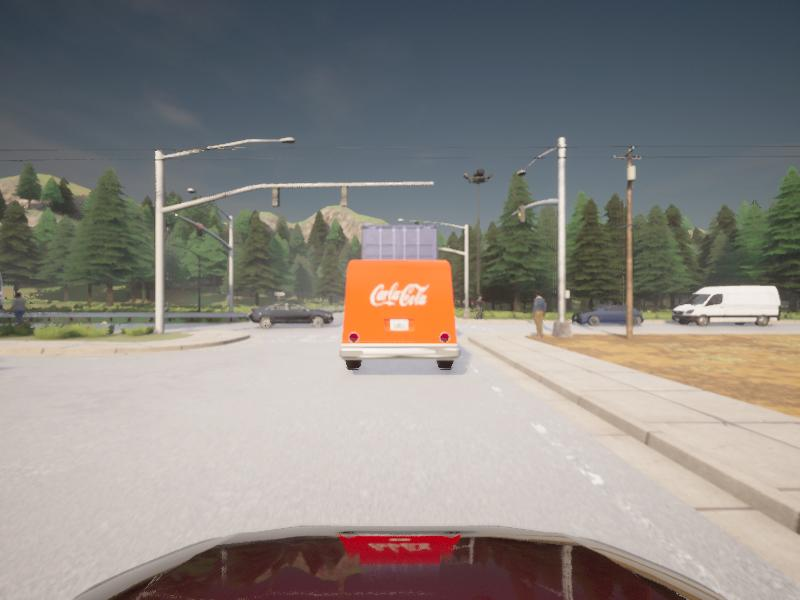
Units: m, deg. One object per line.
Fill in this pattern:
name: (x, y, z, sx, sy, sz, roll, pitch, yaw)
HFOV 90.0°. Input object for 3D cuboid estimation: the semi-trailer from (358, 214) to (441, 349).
semi-trailer: (-0.026, -0.578, 20.199, 2.717, 4.402, 14.254, 0, 0, 0)

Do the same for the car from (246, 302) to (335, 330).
car: (-6.431, 0.895, 23.889, 4.902, 1.511, 2.128, 0, 0, -12)

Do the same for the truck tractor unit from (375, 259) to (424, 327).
truck tractor unit: (-0.041, -0.461, 28.110, 3.053, 4.208, 6.516, 0, 0, 0)

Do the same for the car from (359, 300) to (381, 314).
car: (-3.557, 0.836, 48.562, 2.242, 1.667, 4.611, 0, 0, 0)

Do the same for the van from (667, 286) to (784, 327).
van: (20.917, 0.392, 25.917, 5.915, 2.561, 1.988, 0, 0, 1)

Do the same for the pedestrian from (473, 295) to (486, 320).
pedestrian: (6.050, 0.561, 30.516, 0.751, 1.860, 0.751, 0, 0, 39)

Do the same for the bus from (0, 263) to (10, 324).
bus: (-33.037, -0.461, 26.707, 10.273, 4.253, 3.944, 0, 0, 1)

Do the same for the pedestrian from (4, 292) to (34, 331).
pedestrian: (-18.279, 0.543, 19.215, 0.751, 1.860, 0.751, 0, 0, 5)

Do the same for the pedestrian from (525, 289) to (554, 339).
pedestrian: (5.363, 0.514, 15.412, 0.751, 1.860, 0.751, 0, 0, -19)

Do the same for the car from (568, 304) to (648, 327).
car: (13.433, 0.977, 26.038, 4.181, 1.385, 1.994, 0, 0, 1)

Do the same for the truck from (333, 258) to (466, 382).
truck: (-0.015, 0.378, 10.558, 2.627, 2.467, 5.204, 0, 0, 0)
